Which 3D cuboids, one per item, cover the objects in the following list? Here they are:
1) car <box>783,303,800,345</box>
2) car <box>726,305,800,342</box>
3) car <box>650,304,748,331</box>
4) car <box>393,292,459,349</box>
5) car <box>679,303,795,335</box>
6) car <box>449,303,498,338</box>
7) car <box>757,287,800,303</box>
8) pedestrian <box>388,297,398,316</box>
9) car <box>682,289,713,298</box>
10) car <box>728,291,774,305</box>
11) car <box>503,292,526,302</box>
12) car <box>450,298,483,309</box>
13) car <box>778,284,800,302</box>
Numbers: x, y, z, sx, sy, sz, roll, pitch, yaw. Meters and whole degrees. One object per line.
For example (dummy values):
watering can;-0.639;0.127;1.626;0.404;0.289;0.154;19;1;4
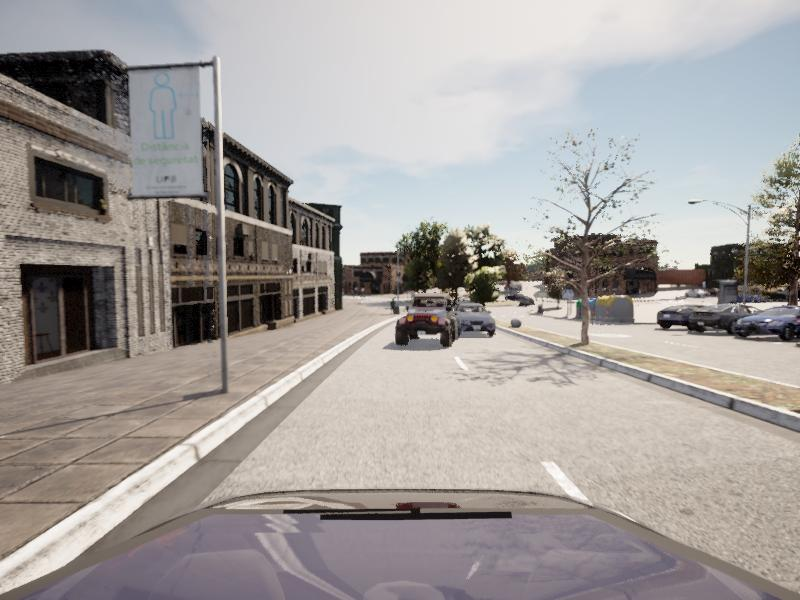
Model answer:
car;17.109;0.928;14.793;5.008;1.535;2.097;1;-1;-17
car;17.244;0.987;17.739;4.674;1.452;2.002;1;0;-17
car;17.607;1.016;23.653;4.792;1.488;2.163;1;-1;-16
car;1.118;0.680;15.105;1.905;1.878;3.866;0;-1;13
car;17.388;0.966;20.694;4.892;1.521;2.231;1;-1;-16
car;3.425;0.911;19.347;1.816;1.474;4.193;0;0;3
car;51.543;-0.714;54.475;1.878;1.987;4.442;-4;3;4
pedestrian;-0.717;0.623;41.145;0.751;1.860;0.751;2;4;26
car;53.574;-1.220;72.153;2.002;1.452;4.674;-4;1;2
car;48.825;-0.328;55.806;2.097;1.535;5.008;-4;3;4
car;24.124;-0.724;84.491;2.097;1.767;4.553;-2;4;-28
car;10.951;0.527;65.733;5.238;1.638;1.930;1;4;11
car;54.285;-0.915;53.419;2.435;2.045;5.566;-5;3;4
